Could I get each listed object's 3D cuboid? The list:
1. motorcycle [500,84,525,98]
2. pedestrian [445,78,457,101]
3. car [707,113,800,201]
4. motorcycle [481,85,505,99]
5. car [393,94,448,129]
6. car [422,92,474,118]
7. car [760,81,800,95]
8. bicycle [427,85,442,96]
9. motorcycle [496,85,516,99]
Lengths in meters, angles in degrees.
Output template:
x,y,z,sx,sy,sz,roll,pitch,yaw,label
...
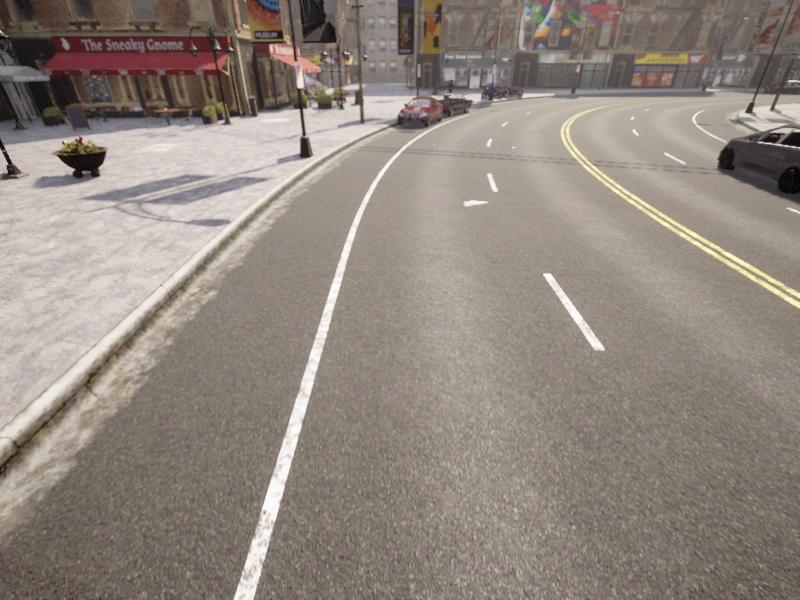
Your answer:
x,y,z,sx,sy,sz,roll,pitch,yaw,label
11.843,-22.026,42.149,2.356,1.277,0.764,5,31,8,motorcycle
4.787,-19.837,37.754,0.751,1.860,0.751,22,37,32,pedestrian
11.758,-4.316,11.726,2.242,1.667,4.611,3,30,6,car
9.387,-21.098,40.561,2.209,1.251,0.867,5,31,8,motorcycle
1.348,-11.472,24.193,2.002,1.452,4.674,10,32,17,car
3.518,-14.084,28.810,1.895,1.301,4.718,16,34,25,car
47.547,-26.228,49.467,3.806,1.475,1.970,0,30,0,car
3.907,-23.973,45.738,1.643,1.024,0.373,0,20,0,bicycle
10.913,-21.515,41.332,1.805,1.236,0.856,5,31,8,motorcycle
